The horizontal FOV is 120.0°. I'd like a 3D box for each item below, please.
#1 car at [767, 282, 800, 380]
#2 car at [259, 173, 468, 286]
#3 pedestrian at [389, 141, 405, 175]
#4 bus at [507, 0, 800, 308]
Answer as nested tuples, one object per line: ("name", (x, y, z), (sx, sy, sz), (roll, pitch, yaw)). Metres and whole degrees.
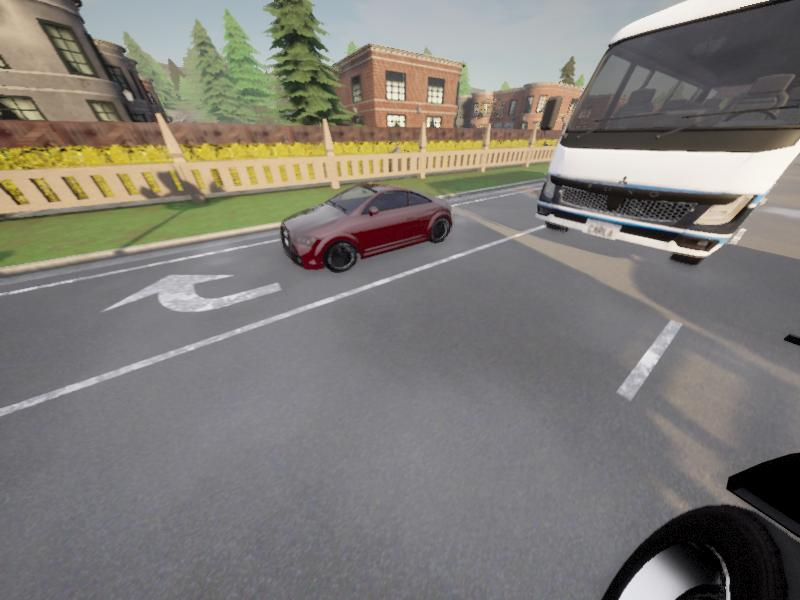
("car", (7.008, -0.058, 2.624), (4.902, 1.511, 2.128), (-20, 40, -25))
("car", (-0.675, -1.995, 5.557), (4.181, 1.385, 1.994), (-22, 41, -28))
("pedestrian", (-0.198, -9.456, 15.406), (0.751, 1.860, 0.751), (-22, 40, -27))
("bus", (8.280, -4.241, 6.168), (10.273, 4.253, 3.944), (-22, 41, -28))
